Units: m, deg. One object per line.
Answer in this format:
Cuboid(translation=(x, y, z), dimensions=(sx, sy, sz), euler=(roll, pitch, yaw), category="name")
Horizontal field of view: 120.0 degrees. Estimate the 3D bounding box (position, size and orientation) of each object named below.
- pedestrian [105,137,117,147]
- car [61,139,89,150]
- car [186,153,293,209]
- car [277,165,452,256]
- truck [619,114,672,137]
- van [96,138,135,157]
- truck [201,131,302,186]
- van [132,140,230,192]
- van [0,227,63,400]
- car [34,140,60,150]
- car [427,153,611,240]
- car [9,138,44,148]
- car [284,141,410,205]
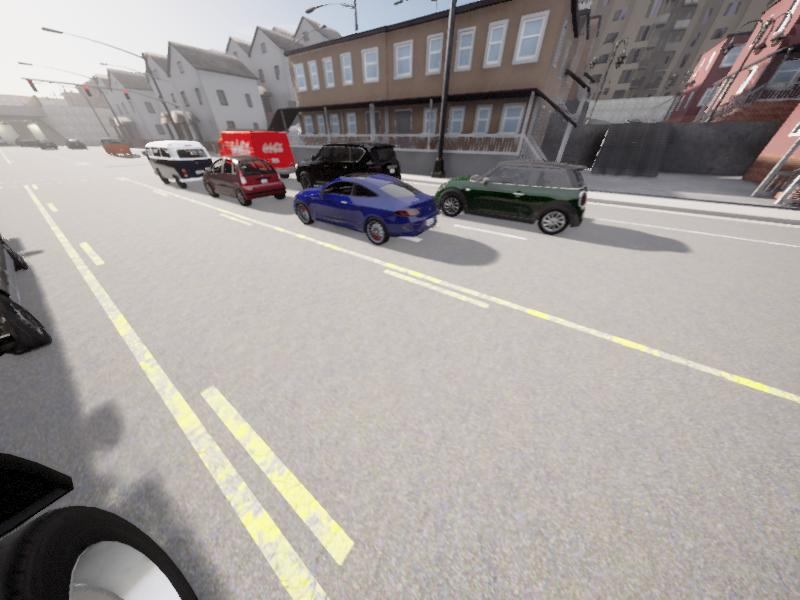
Cuboid(translation=(-62.039, -34.008, 49.660), dimensions=(0.751, 1.860, 0.751), euler=(22, 40, 27), category="pedestrian")
Cuboid(translation=(-64.358, -30.860, 45.759), dimensions=(4.611, 1.667, 2.242), euler=(22, 41, 28), category="car")
Cuboid(translation=(-6.764, -5.171, 9.778), dimensions=(3.988, 1.617, 1.851), euler=(22, 41, 28), category="car")
Cuboid(translation=(-1.134, -2.822, 6.638), dimensions=(4.674, 1.442, 1.812), euler=(22, 41, 28), category="car")
Cuboid(translation=(43.819, -31.382, 41.530), dimensions=(6.274, 2.098, 2.390), euler=(32, 44, 19), category="truck")
Cuboid(translation=(-37.829, -20.364, 30.724), dimensions=(4.442, 1.987, 1.775), euler=(21, 40, 27), category="van")
Cuboid(translation=(-9.016, -8.803, 14.158), dimensions=(5.204, 2.467, 2.627), euler=(23, 41, 29), category="truck")
Cuboid(translation=(-11.810, -7.386, 12.499), dimensions=(4.480, 2.038, 2.069), euler=(22, 41, 28), category="van")
Cuboid(translation=(-6.841, -0.697, 2.615), dimensions=(5.915, 2.561, 1.988), euler=(21, 40, 28), category="van")
Cuboid(translation=(-66.501, -29.232, 43.514), dimensions=(4.514, 1.525, 2.007), euler=(22, 41, 28), category="car")
Cuboid(translation=(3.456, -3.575, 7.438), dimensions=(4.553, 1.767, 2.097), euler=(22, 41, 28), category="car")
Cuboid(translation=(-82.384, -34.722, 51.002), dimensions=(5.238, 1.638, 1.930), euler=(9, 36, 12), category="car")
Cuboid(translation=(-2.498, -6.068, 10.703), dimensions=(5.566, 2.045, 2.150), euler=(22, 41, 28), category="car")
